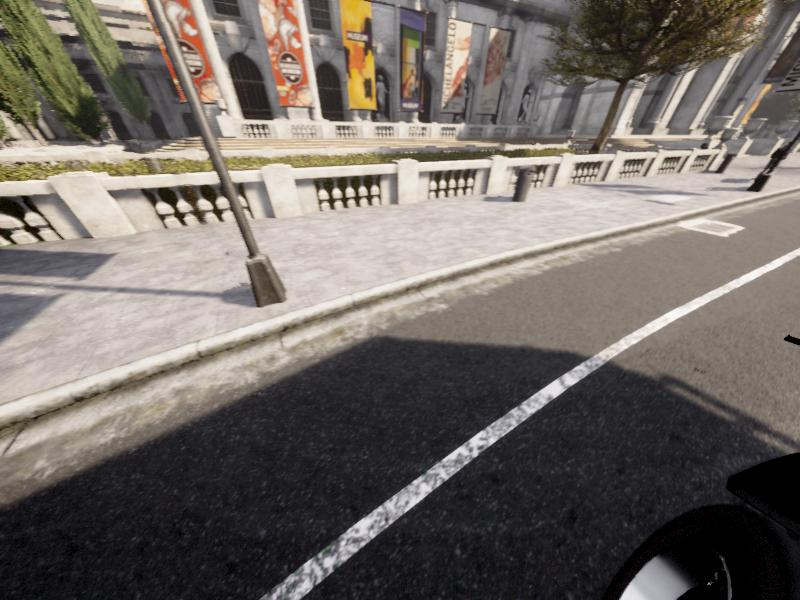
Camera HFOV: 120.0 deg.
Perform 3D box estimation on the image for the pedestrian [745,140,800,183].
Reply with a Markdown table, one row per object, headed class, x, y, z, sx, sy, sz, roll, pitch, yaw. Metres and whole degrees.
| class | x | y | z | sx | sy | sz | roll | pitch | yaw |
| --- | --- | --- | --- | --- | --- | --- | --- | --- | --- |
| pedestrian | 19.483 | -7.159 | 11.987 | 0.751 | 1.860 | 0.751 | -11 | 37 | -15 |
